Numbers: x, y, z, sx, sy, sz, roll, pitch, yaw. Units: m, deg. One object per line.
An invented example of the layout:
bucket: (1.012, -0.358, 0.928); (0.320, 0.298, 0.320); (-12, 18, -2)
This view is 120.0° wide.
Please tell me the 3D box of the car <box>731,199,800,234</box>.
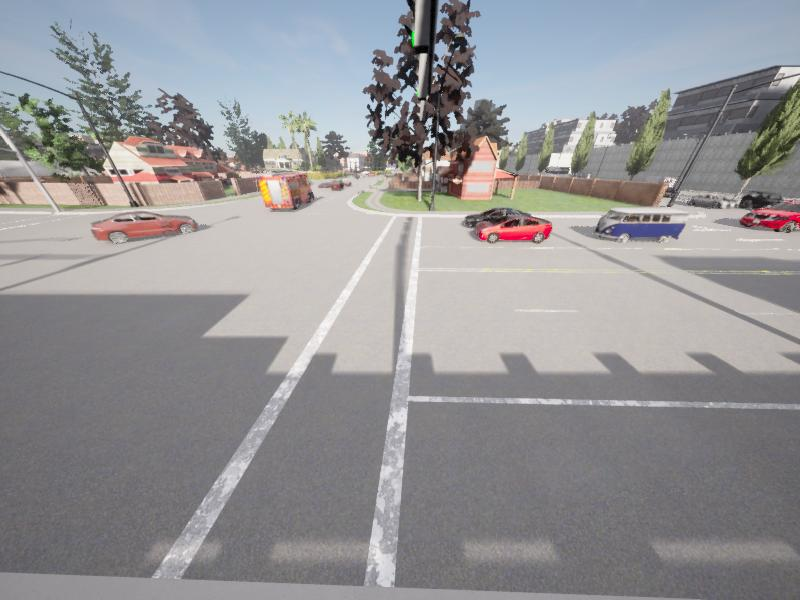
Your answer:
car: (29.271, -6.201, 17.096); (5.566, 2.045, 2.150); (-1, 30, -2)

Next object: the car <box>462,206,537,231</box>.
car: (7.529, -6.368, 17.939); (4.892, 1.490, 1.837); (0, 30, 1)

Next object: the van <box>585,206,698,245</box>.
van: (14.974, -4.740, 14.627); (4.442, 1.987, 1.775); (1, 30, 1)

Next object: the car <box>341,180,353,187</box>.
car: (-12.775, -28.027, 55.655); (1.895, 1.301, 4.718); (0, 30, 0)

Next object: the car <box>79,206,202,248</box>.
car: (-16.997, -5.073, 15.540); (2.152, 1.651, 5.027); (25, 38, 36)

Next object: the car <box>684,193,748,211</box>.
car: (36.247, -11.407, 26.686); (1.970, 1.475, 3.806); (0, 30, 1)

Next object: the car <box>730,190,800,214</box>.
car: (39.719, -10.664, 24.976); (1.905, 1.878, 3.866); (1, 31, 1)

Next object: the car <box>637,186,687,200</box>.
car: (39.899, -16.481, 35.441); (2.128, 1.511, 4.902); (0, 30, 1)

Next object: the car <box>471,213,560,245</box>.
car: (7.219, -4.633, 14.904); (4.514, 1.525, 2.007); (1, 30, 1)

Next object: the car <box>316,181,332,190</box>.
car: (-16.255, -24.626, 49.692); (1.994, 1.385, 4.181); (0, 30, 0)

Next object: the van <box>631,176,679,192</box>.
van: (51.612, -23.680, 46.993); (2.351, 2.431, 6.366); (0, 30, 1)

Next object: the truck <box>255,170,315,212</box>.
truck: (-12.996, -13.117, 27.310); (2.891, 3.827, 8.468); (-1, 30, -2)

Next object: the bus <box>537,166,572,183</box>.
bus: (48.449, -39.853, 73.175); (3.944, 4.253, 10.273); (0, 30, 1)

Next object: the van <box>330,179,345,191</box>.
van: (-12.751, -23.505, 47.125); (1.775, 1.987, 4.442); (0, 30, 0)
